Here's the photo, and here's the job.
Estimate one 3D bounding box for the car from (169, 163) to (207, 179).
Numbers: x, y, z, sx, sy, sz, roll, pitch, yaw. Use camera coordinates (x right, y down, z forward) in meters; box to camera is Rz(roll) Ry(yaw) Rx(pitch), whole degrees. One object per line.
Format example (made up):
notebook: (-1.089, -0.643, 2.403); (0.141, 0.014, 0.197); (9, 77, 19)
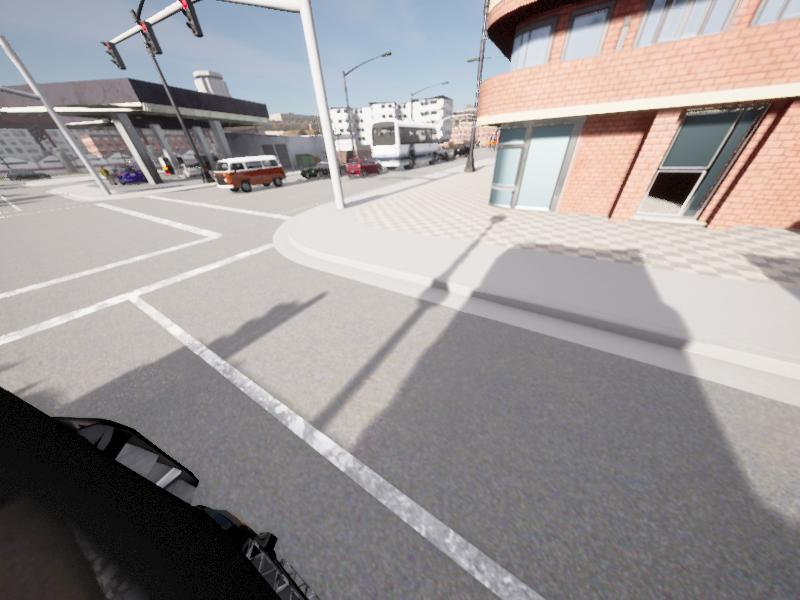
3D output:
car: (-26.296, -15.998, 28.629); (3.806, 1.475, 1.970); (17, 39, 27)

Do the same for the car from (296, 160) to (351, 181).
car: (-6.872, -12.029, 21.349); (1.895, 1.301, 4.718); (16, 38, 26)

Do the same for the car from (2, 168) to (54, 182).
car: (-66.437, -22.403, 41.336); (2.097, 1.767, 4.553); (17, 39, 27)

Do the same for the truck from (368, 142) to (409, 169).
truck: (-1.259, -18.074, 28.860); (2.627, 2.467, 5.204); (16, 39, 26)

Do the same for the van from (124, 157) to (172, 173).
van: (-55.044, -29.694, 50.729); (2.351, 2.431, 6.366); (17, 39, 27)

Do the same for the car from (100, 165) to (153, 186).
car: (-28.645, -13.099, 24.192); (4.611, 1.667, 2.242); (17, 39, 27)

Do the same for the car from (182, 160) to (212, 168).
car: (-52.484, -35.339, 59.895); (2.033, 1.411, 5.357); (18, 39, 29)

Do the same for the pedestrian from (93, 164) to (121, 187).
pedestrian: (-27.489, -11.671, 21.684); (0.751, 1.860, 0.751); (21, 40, 31)

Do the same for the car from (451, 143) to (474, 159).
car: (10.822, -25.730, 39.727); (2.150, 2.045, 5.566); (15, 38, 25)

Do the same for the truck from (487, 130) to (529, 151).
truck: (26.821, -39.703, 57.714); (8.468, 3.827, 2.891); (19, 39, 29)

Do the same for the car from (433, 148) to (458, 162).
car: (6.777, -21.579, 34.311); (2.038, 1.542, 4.974); (15, 38, 25)

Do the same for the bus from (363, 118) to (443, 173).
bus: (0.895, -17.286, 25.918); (3.944, 4.253, 10.273); (16, 38, 27)

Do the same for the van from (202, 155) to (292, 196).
van: (-10.436, -8.901, 16.290); (2.069, 2.038, 4.480); (16, 38, 26)

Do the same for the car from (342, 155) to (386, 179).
car: (-3.121, -11.985, 20.761); (1.845, 1.501, 3.633); (16, 38, 26)
